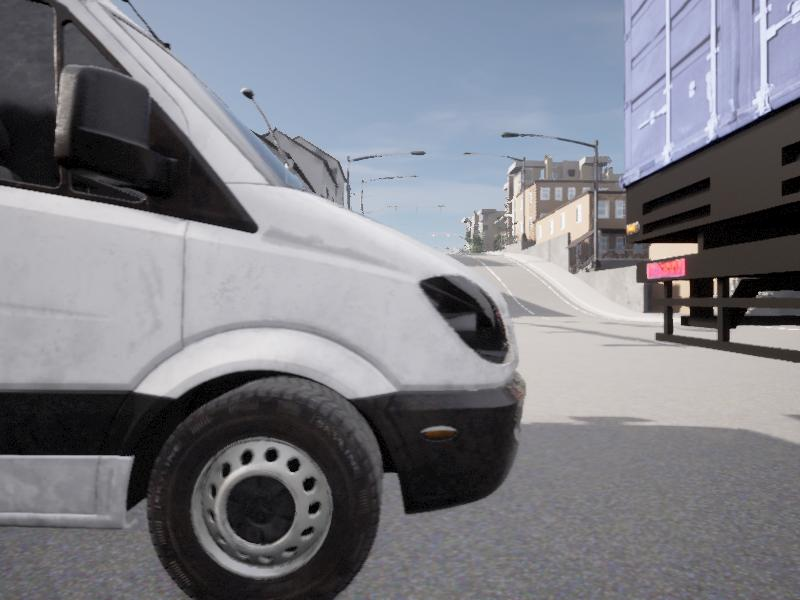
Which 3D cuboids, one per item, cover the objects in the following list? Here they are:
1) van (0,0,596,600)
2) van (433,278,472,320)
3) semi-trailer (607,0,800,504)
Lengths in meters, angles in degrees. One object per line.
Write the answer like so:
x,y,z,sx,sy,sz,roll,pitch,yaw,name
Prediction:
-2.371,-0.273,2.197,5.915,2.561,1.988,0,0,0,van
3.174,-0.180,25.144,1.775,1.987,4.442,0,9,-1,van
9.039,-1.229,2.282,14.254,4.402,2.717,0,0,1,semi-trailer
